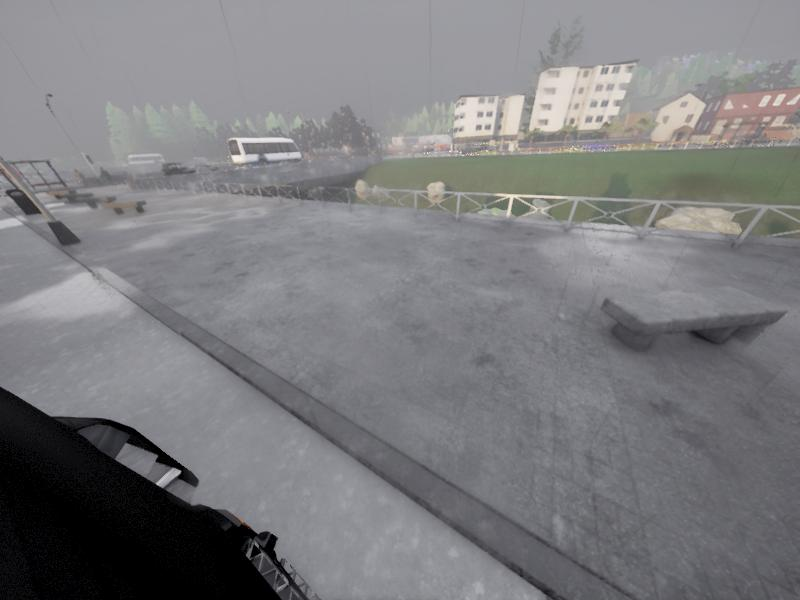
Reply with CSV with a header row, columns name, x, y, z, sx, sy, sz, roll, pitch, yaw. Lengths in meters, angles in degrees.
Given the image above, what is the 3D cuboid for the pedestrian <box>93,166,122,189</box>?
name,x,y,z,sx,sy,sz,roll,pitch,yaw
pedestrian,-28.058,-11.786,22.202,0.751,1.860,0.751,6,35,14

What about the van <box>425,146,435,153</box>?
name,x,y,z,sx,sy,sz,roll,pitch,yaw
van,11.445,-57.285,87.786,2.069,2.038,4.480,16,38,26

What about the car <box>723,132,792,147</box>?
name,x,y,z,sx,sy,sz,roll,pitch,yaw
car,50.721,-22.880,33.014,4.792,1.488,2.163,16,38,27

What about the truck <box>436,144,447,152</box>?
name,x,y,z,sx,sy,sz,roll,pitch,yaw
truck,17.480,-63.411,96.147,2.627,2.467,5.204,16,38,26

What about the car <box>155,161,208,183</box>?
name,x,y,z,sx,sy,sz,roll,pitch,yaw
car,-26.290,-15.535,27.943,1.905,1.878,3.866,15,38,25

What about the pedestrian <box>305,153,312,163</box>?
name,x,y,z,sx,sy,sz,roll,pitch,yaw
pedestrian,-20.048,-31.142,50.811,0.751,1.860,0.751,25,43,35

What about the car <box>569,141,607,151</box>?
name,x,y,z,sx,sy,sz,roll,pitch,yaw
car,35.951,-29.532,44.377,5.357,1.411,2.033,17,38,27

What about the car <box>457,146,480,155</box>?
name,x,y,z,sx,sy,sz,roll,pitch,yaw
car,16.091,-35.215,54.526,4.892,1.490,1.837,16,38,27

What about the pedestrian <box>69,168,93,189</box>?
name,x,y,z,sx,sy,sz,roll,pitch,yaw
pedestrian,-34.749,-13.255,25.183,0.751,1.860,0.751,25,43,35

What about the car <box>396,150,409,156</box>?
name,x,y,z,sx,sy,sz,roll,pitch,yaw
car,0.776,-46.479,72.999,1.895,1.301,4.718,16,38,26

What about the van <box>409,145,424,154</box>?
name,x,y,z,sx,sy,sz,roll,pitch,yaw
van,5.722,-51.839,79.664,2.351,2.431,6.366,16,38,26

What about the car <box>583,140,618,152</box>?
name,x,y,z,sx,sy,sz,roll,pitch,yaw
car,35.378,-27.264,40.922,4.193,1.474,1.816,16,38,27

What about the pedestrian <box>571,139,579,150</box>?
name,x,y,z,sx,sy,sz,roll,pitch,yaw
pedestrian,36.742,-32.775,48.557,0.751,1.860,0.751,7,35,15

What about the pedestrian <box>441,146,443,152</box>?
name,x,y,z,sx,sy,sz,roll,pitch,yaw
pedestrian,13.907,-50.153,76.725,0.751,1.860,0.751,1,34,6

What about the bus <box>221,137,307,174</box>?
name,x,y,z,sx,sy,sz,roll,pitch,yaw
bus,-20.582,-22.757,36.242,3.944,4.253,10.273,17,38,27

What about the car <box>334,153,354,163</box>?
name,x,y,z,sx,sy,sz,roll,pitch,yaw
car,-11.833,-29.892,48.749,1.789,1.549,3.705,16,38,27

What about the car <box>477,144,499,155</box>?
name,x,y,z,sx,sy,sz,roll,pitch,yaw
car,18.789,-32.093,49.226,3.866,1.878,1.905,15,38,26

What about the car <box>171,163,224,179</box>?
name,x,y,z,sx,sy,sz,roll,pitch,yaw
car,-28.110,-18.073,32.276,2.128,1.511,4.902,17,38,27
